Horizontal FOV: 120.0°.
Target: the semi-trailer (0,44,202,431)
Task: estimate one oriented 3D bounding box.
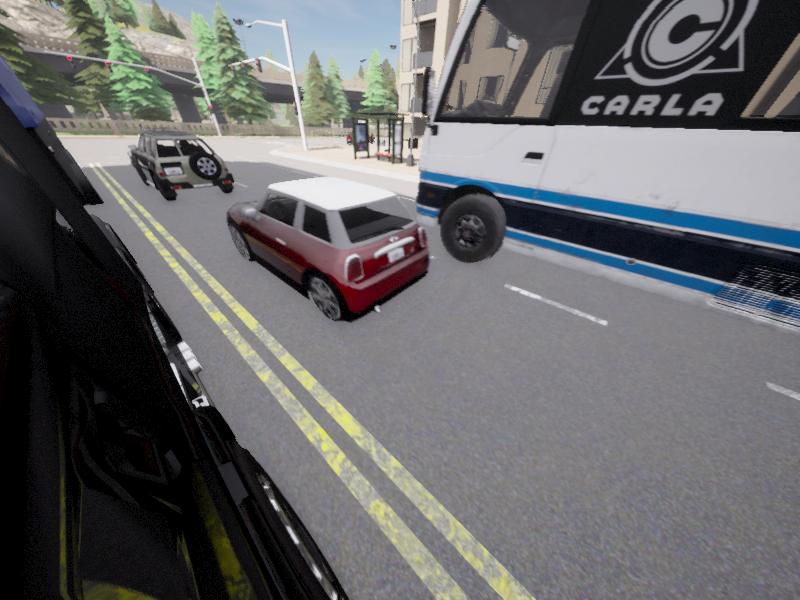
[{"bbox_3d":[-8.699,-3.607,4.223,14.254,4.402,2.717,28,44,30],"label":"semi-trailer"}]

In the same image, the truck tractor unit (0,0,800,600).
[{"bbox_3d":[-2.645,-0.295,0.351,6.516,4.208,3.053,28,44,30],"label":"truck tractor unit"}]

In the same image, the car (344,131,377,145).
[{"bbox_3d":[-5.331,-22.118,31.549,1.816,1.474,4.193,29,44,30],"label":"car"}]

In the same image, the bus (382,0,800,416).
[{"bbox_3d":[4.893,-1.668,2.637,10.273,4.253,3.944,28,44,30],"label":"bus"}]

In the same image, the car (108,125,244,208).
[{"bbox_3d":[-7.796,-4.836,8.048,4.605,1.855,1.932,28,44,30],"label":"car"}]

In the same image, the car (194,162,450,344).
[{"bbox_3d":[-1.412,-1.254,4.000,3.806,1.475,1.970,28,44,30],"label":"car"}]
